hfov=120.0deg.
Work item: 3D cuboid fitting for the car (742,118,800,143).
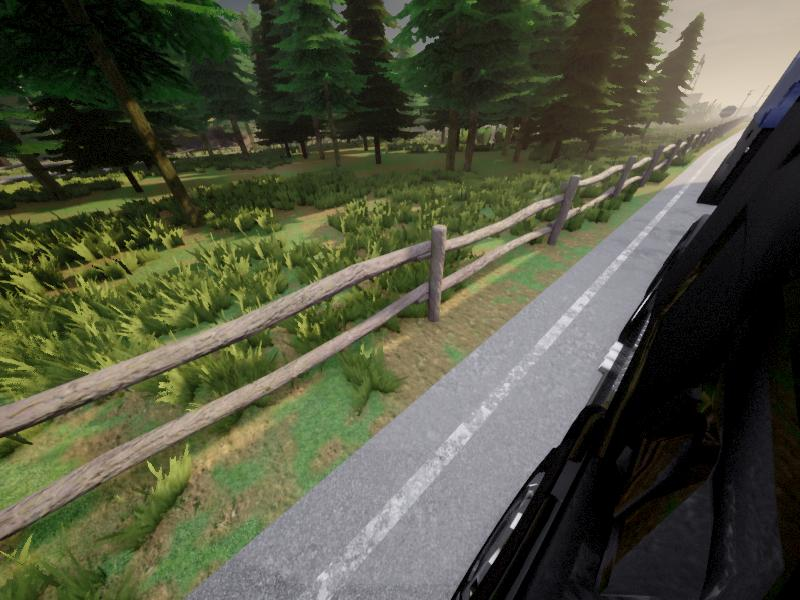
[{"bbox_3d":[31.999,-14.648,19.912,4.902,1.511,2.128,-26,43,-28],"label":"car"}]

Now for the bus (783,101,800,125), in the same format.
[{"bbox_3d":[70.189,-32.513,39.070,10.273,4.253,3.944,-27,43,-29],"label":"bus"}]

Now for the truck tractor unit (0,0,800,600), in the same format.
[{"bbox_3d":[2.645,-0.295,0.351,6.516,4.208,3.053,-28,44,-30],"label":"truck tractor unit"}]

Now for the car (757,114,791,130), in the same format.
[{"bbox_3d":[51.298,-24.457,31.718,3.988,1.617,1.851,-27,43,-29],"label":"car"}]

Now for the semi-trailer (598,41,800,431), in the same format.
[{"bbox_3d":[8.687,-3.615,4.236,14.254,4.402,2.717,-28,44,-30],"label":"semi-trailer"}]

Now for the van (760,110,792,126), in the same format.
[{"bbox_3d":[64.813,-31.465,39.868,4.480,2.038,2.069,-27,43,-29],"label":"van"}]
